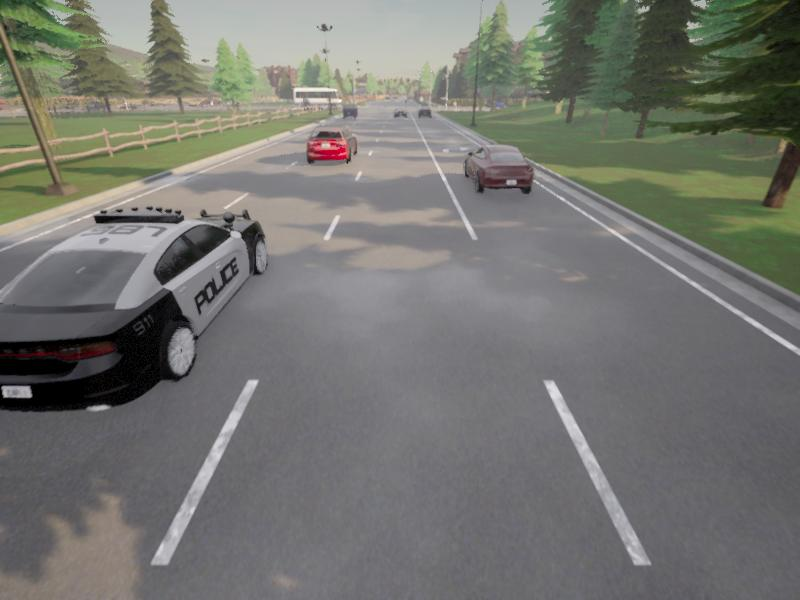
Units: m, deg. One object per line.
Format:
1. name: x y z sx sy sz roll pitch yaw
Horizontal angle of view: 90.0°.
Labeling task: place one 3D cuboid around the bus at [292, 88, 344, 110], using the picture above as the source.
1. bus: -17.709 -43.736 87.130 10.273 4.253 3.944 0 27 0

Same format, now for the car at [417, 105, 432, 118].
1. car: 3.586 -27.904 59.134 1.930 1.638 5.238 0 27 0

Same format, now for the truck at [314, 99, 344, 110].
1. truck: -16.110 -44.316 90.616 6.274 2.098 2.390 0 27 0

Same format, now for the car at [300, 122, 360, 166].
1. car: -3.469 -8.218 20.796 2.242 1.667 4.611 0 27 0

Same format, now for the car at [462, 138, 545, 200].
1. car: 3.522 -4.913 14.598 1.812 1.442 4.674 0 27 0

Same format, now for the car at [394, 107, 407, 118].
1. car: 0.087 -27.898 59.508 1.895 1.301 4.718 0 27 0

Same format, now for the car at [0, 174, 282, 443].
1. car: -3.490 -0.526 5.856 1.930 1.638 5.238 0 27 0

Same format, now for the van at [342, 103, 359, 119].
1. van: -6.918 -26.585 56.209 1.775 1.987 4.442 0 27 0
